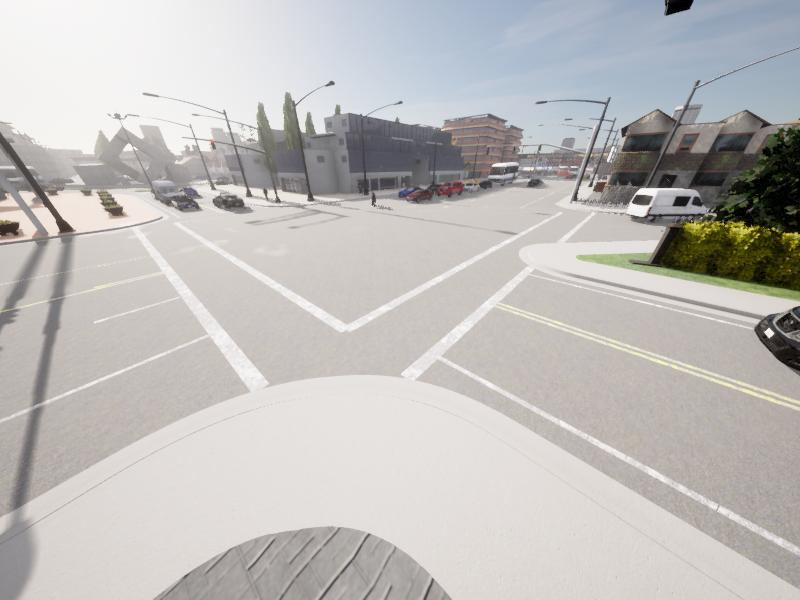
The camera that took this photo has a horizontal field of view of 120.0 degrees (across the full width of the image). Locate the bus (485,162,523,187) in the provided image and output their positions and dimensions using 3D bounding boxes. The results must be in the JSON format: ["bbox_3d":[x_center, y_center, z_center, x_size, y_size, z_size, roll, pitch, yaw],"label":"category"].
[{"bbox_3d":[23.187,-28.019,51.379,3.944,4.253,10.273,23,39,34],"label":"bus"}]

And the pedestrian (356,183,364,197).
[{"bbox_3d":[-6.043,-16.820,35.223,0.751,1.860,0.751,-24,38,-35],"label":"pedestrian"}]

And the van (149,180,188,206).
[{"bbox_3d":[-29.986,-13.922,29.886,5.915,2.561,1.988,23,37,34],"label":"van"}]

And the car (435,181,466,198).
[{"bbox_3d":[7.987,-17.597,36.574,2.150,2.045,5.566,23,37,34],"label":"car"}]

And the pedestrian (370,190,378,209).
[{"bbox_3d":[-2.963,-11.340,26.038,0.751,1.860,0.751,-3,30,-5],"label":"pedestrian"}]

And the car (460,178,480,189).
[{"bbox_3d":[14.717,-24.381,48.285,1.882,1.535,5.008,23,39,34],"label":"car"}]

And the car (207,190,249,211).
[{"bbox_3d":[-19.747,-11.429,26.464,5.238,1.638,1.930,21,36,32],"label":"car"}]

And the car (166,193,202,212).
[{"bbox_3d":[-24.281,-11.043,25.962,4.193,1.474,1.816,23,37,34],"label":"car"}]

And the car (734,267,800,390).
[{"bbox_3d":[11.035,1.388,3.860,5.566,2.045,2.150,23,37,34],"label":"car"}]

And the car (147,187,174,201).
[{"bbox_3d":[-35.140,-15.621,33.838,3.633,1.501,1.845,22,37,33],"label":"car"}]

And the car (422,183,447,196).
[{"bbox_3d":[5.948,-18.877,39.331,1.837,1.490,4.892,22,38,34],"label":"car"}]

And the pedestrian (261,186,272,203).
[{"bbox_3d":[-17.135,-13.575,29.617,0.751,1.860,0.751,-19,35,-29],"label":"pedestrian"}]

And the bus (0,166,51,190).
[{"bbox_3d":[-84.966,-27.444,51.584,3.944,4.253,10.273,-20,36,-31],"label":"bus"}]

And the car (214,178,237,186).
[{"bbox_3d":[-45.650,-31.088,60.642,2.038,1.542,4.974,2,31,4],"label":"car"}]

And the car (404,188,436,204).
[{"bbox_3d":[2.727,-14.132,31.265,1.812,1.442,4.674,23,37,34],"label":"car"}]

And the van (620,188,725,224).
[{"bbox_3d":[23.306,-8.204,19.983,5.915,2.561,1.988,-2,30,-4],"label":"van"}]

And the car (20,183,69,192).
[{"bbox_3d":[-68.851,-21.875,44.791,5.357,1.411,2.033,-2,30,-3],"label":"car"}]

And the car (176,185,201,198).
[{"bbox_3d":[-34.032,-17.484,37.118,4.193,1.474,1.816,23,37,35],"label":"car"}]

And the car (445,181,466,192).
[{"bbox_3d":[10.656,-21.736,44.166,1.994,1.385,4.181,24,39,35],"label":"car"}]

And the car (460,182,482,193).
[{"bbox_3d":[12.812,-20.326,41.678,1.812,1.442,4.674,23,38,34],"label":"car"}]

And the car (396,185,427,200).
[{"bbox_3d":[1.789,-16.373,35.030,1.882,1.535,5.008,22,37,34],"label":"car"}]

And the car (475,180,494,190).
[{"bbox_3d":[16.769,-22.828,45.709,1.816,1.474,4.193,23,38,34],"label":"car"}]

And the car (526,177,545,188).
[{"bbox_3d":[28.087,-24.400,47.851,1.882,1.535,5.008,23,38,34],"label":"car"}]
